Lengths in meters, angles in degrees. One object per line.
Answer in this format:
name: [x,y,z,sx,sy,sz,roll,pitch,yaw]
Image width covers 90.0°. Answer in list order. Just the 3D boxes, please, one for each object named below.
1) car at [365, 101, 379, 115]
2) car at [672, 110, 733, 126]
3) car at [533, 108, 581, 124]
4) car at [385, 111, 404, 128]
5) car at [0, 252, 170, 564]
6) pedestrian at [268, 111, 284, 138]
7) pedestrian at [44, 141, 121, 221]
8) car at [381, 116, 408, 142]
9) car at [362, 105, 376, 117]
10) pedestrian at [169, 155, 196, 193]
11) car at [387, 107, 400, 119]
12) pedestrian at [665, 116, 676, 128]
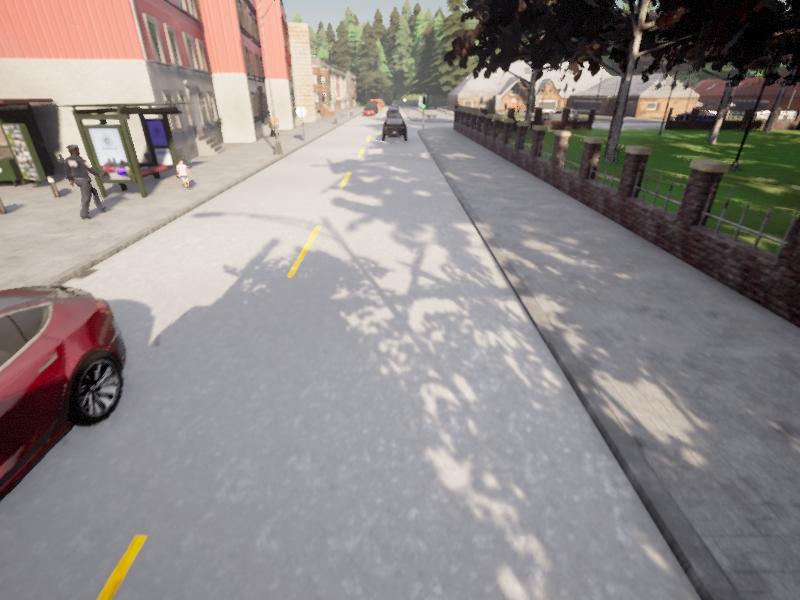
car: [-5.026,-34.504,71.733,2.150,2.045,5.566,0,27,-1]
car: [33.109,-19.953,43.909,5.008,1.535,1.882,0,27,-1]
car: [18.497,-21.725,47.233,4.611,1.667,2.242,0,27,0]
car: [-0.611,-19.908,44.002,2.033,1.411,5.357,0,27,-1]
car: [-3.999,1.225,2.645,2.163,1.488,4.792,0,27,-1]
pedestrian: [-9.532,-13.515,30.735,0.751,1.860,0.751,-1,27,-1]
pedestrian: [-8.143,-3.070,10.336,0.751,1.860,0.751,7,28,13]
car: [-0.424,-13.424,31.185,1.882,1.535,5.008,0,27,-1]
car: [-4.912,-30.467,64.479,2.007,1.525,4.514,0,27,-1]
pedestrian: [-7.287,-4.221,13.417,0.500,1.100,0.500,-19,33,-33]
car: [-0.950,-27.610,58.933,1.837,1.490,4.892,0,27,0]
pedestrian: [26.520,-17.438,39.203,0.500,1.100,0.500,0,27,-1]
